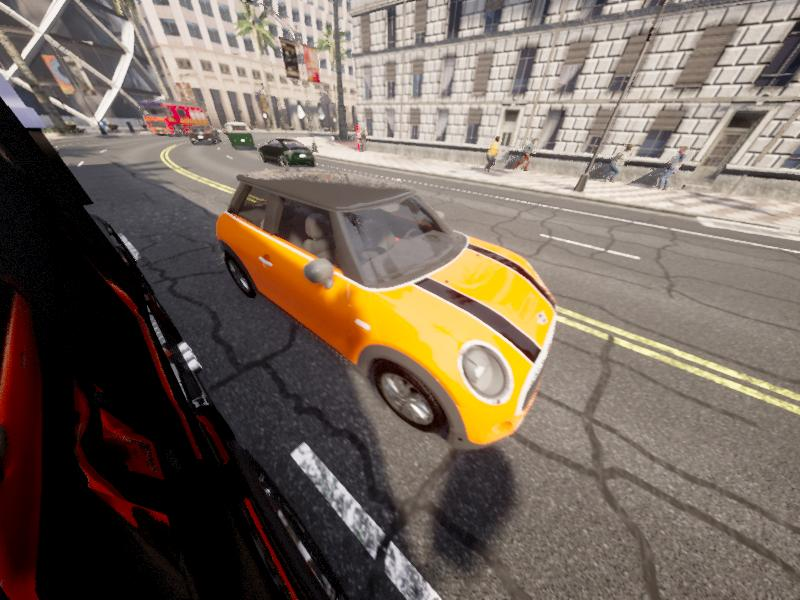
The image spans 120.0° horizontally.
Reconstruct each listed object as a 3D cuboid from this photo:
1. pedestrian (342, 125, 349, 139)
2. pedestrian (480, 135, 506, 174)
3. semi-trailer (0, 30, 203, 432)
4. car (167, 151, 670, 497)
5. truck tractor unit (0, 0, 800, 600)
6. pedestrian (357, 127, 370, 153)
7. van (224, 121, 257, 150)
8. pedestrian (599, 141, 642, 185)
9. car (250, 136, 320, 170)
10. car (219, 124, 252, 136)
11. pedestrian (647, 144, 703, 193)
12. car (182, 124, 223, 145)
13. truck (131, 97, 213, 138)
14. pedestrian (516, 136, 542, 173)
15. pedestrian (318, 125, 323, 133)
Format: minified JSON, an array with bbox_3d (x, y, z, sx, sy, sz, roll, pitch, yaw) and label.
[{"bbox_3d":[-9.656,-29.794,41.001,0.751,1.860,0.751,9,37,8],"label":"pedestrian"},{"bbox_3d":[5.408,-8.527,13.538,0.751,1.860,0.751,26,43,28],"label":"pedestrian"},{"bbox_3d":[-8.804,-3.531,4.121,14.254,4.402,2.717,27,43,29],"label":"semi-trailer"},{"bbox_3d":[-0.422,-0.610,2.939,4.553,1.767,2.097,26,43,28],"label":"car"},{"bbox_3d":[-2.645,-0.295,0.351,6.516,4.208,3.053,28,44,30],"label":"truck tractor unit"},{"bbox_3d":[-3.223,-14.289,20.691,0.751,1.860,0.751,23,41,25],"label":"pedestrian"},{"bbox_3d":[-15.136,-15.556,21.817,1.775,1.987,4.442,-19,42,-26],"label":"van"},{"bbox_3d":[11.479,-7.146,12.078,0.751,1.860,0.751,-26,45,-32],"label":"pedestrian"},{"bbox_3d":[-7.150,-9.235,14.393,4.181,1.385,1.994,29,44,31],"label":"car"},{"bbox_3d":[-27.402,-28.433,38.630,2.007,1.525,4.514,5,37,4],"label":"car"},{"bbox_3d":[12.800,-6.152,10.833,0.751,1.860,0.751,21,41,23],"label":"pedestrian"},{"bbox_3d":[-21.027,-17.884,24.860,2.152,1.651,5.027,-13,40,-20],"label":"car"},{"bbox_3d":[-30.706,-25.046,31.975,2.891,3.827,8.468,-1,37,-4],"label":"truck"},{"bbox_3d":[8.086,-9.128,14.511,0.751,1.860,0.751,26,43,28],"label":"pedestrian"},{"bbox_3d":[-21.436,-46.190,62.417,0.751,1.860,0.751,19,40,20],"label":"pedestrian"}]
